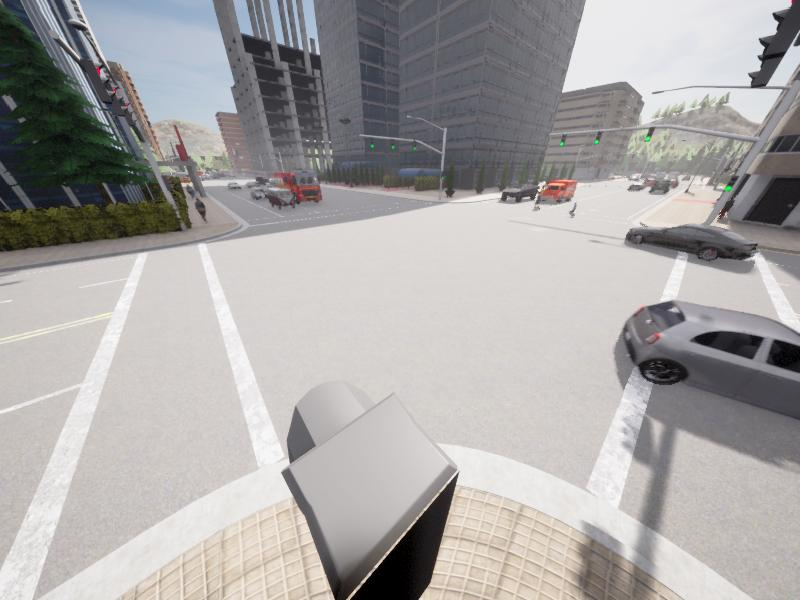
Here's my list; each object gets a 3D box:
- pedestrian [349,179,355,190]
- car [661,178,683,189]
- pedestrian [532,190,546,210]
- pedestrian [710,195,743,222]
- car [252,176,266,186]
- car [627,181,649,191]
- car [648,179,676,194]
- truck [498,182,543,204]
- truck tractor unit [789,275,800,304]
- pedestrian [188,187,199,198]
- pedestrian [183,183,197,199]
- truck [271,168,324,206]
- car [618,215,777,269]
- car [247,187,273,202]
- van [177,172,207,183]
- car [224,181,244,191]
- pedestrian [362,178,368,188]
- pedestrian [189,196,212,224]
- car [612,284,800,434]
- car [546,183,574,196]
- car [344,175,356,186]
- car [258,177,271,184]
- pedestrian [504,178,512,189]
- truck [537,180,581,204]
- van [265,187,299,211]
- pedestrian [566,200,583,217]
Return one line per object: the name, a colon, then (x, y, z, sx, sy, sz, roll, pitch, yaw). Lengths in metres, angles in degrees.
pedestrian: (-9.219, -22.137, 44.134, 0.751, 1.860, 0.751, -19, 35, -30)
car: (59.031, -25.345, 50.171, 4.611, 1.667, 2.242, -23, 37, -34)
pedestrian: (14.586, -10.512, 24.304, 0.751, 1.860, 0.751, 17, 34, 27)
pedestrian: (26.202, -7.375, 18.565, 0.751, 1.860, 0.751, 24, 37, 35)
car: (-34.463, -29.033, 56.422, 1.905, 1.878, 3.866, -23, 37, -34)
car: (46.448, -22.271, 45.056, 4.974, 1.542, 2.038, -23, 37, -34)
car: (46.541, -20.254, 41.040, 5.566, 2.045, 2.150, -23, 37, -34)
truck: (16.129, -14.403, 30.853, 6.274, 2.098, 2.390, -22, 37, -33)
truck tractor unit: (15.874, -0.587, 4.804, 3.053, 4.208, 6.516, -23, 38, -34)
pedestrian: (-28.965, -15.011, 32.352, 0.751, 1.300, 0.751, -23, 37, -34)
pedestrian: (-28.729, -14.916, 31.627, 0.751, 1.860, 0.751, -23, 37, -34)
truck: (-13.322, -14.808, 29.830, 2.891, 3.827, 8.468, -23, 37, -34)
car: (15.109, -3.272, 12.231, 1.812, 1.442, 4.674, -12, 32, -20)
car: (-19.301, -14.601, 31.819, 1.970, 1.475, 3.806, -23, 37, -34)
van: (-60.529, -35.677, 67.217, 5.915, 2.561, 1.988, -23, 37, -34)
car: (-32.537, -22.310, 45.253, 2.033, 1.411, 5.357, -23, 37, -34)
pedestrian: (-7.243, -23.990, 47.342, 0.751, 1.860, 0.751, 13, 33, 22)
pedestrian: (-15.310, -6.914, 17.767, 0.751, 1.860, 0.751, -23, 37, -34)
car: (6.933, 1.128, 4.522, 3.633, 1.501, 1.845, 18, 34, 28)
car: (26.734, -18.535, 38.527, 5.366, 1.575, 1.801, -22, 37, -33)
car: (-11.925, -28.857, 55.608, 2.390, 2.098, 6.274, -5, 30, -9)
car: (-38.033, -33.671, 64.788, 1.882, 1.535, 5.008, -23, 37, -34)
pedestrian: (21.434, -23.115, 45.781, 0.751, 1.860, 0.751, -22, 36, -33)
truck: (20.639, -14.160, 30.062, 5.204, 2.467, 2.627, -23, 37, -34)
van: (-13.002, -11.136, 25.307, 1.775, 1.987, 4.442, -23, 37, -34)
pedestrian: (15.923, -8.317, 21.063, 0.751, 1.300, 0.751, -24, 38, -35)
